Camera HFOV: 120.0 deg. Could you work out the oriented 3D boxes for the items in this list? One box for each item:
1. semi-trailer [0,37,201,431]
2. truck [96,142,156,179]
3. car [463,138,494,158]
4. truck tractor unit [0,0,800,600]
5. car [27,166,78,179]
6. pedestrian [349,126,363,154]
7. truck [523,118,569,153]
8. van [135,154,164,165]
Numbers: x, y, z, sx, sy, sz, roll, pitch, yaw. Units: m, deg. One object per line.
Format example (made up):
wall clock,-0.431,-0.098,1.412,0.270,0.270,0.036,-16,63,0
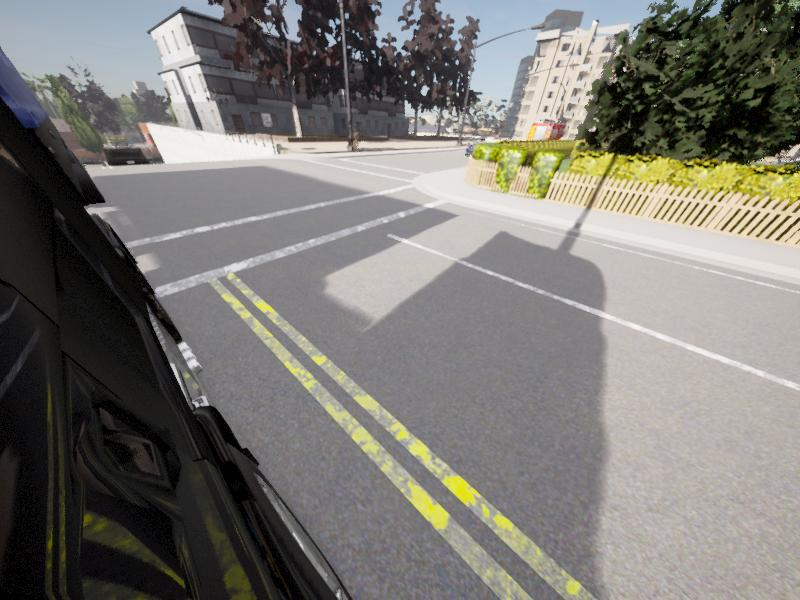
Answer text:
semi-trailer,-8.664,-3.640,4.244,14.254,4.402,2.717,29,44,30
truck,-24.204,-12.238,20.435,6.274,2.098,2.390,19,38,37
car,8.288,-16.061,24.295,1.789,1.549,3.705,21,41,23
truck tractor unit,-2.645,-0.295,0.351,6.516,4.208,3.053,28,44,30
car,-64.460,-23.758,42.968,1.882,1.535,5.008,28,44,30
pedestrian,-3.744,-13.655,19.741,0.751,1.860,0.751,17,39,17
truck,21.905,-24.475,34.518,2.891,3.827,8.468,29,44,30
van,-63.120,-35.541,58.305,1.775,1.987,4.442,28,44,30
